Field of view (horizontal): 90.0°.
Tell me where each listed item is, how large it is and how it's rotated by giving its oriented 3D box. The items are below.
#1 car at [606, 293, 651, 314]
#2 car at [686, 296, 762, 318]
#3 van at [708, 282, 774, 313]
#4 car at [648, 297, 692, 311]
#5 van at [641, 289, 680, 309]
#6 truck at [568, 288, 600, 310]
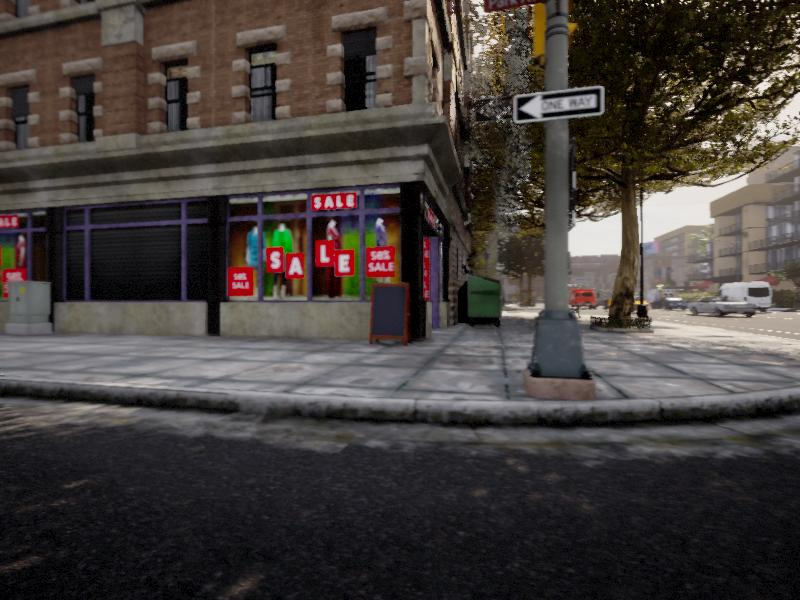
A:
[{"bbox_3d":[18.733,0.285,33.038,1.801,1.575,5.366,0,0,13],"label":"car"},{"bbox_3d":[20.596,0.410,25.715,1.895,1.301,4.718,0,0,13],"label":"car"},{"bbox_3d":[30.139,-0.187,35.644,1.988,2.561,5.915,0,0,13],"label":"van"},{"bbox_3d":[27.972,0.400,41.693,2.033,1.411,5.357,0,0,13],"label":"car"},{"bbox_3d":[34.165,-0.090,52.684,2.351,2.431,6.366,0,0,13],"label":"van"},{"bbox_3d":[22.579,-0.119,49.311,2.627,2.467,5.204,0,0,13],"label":"truck"}]
